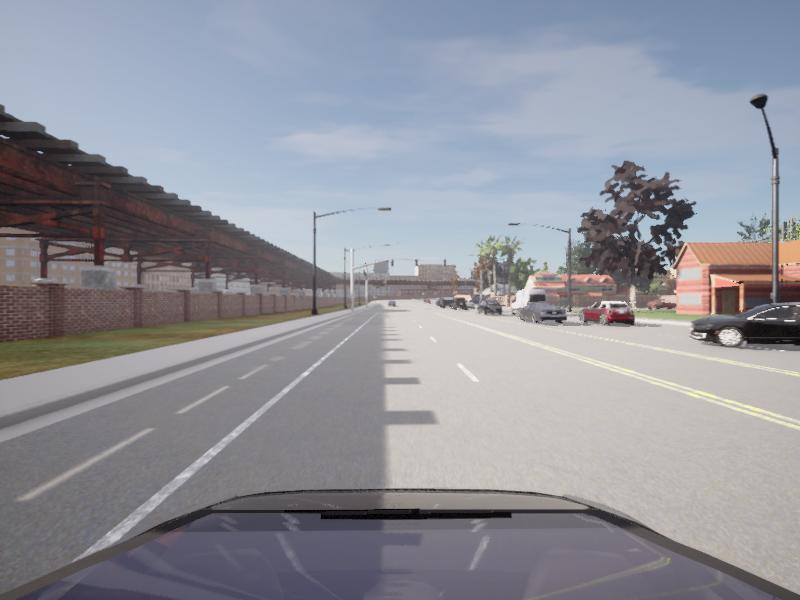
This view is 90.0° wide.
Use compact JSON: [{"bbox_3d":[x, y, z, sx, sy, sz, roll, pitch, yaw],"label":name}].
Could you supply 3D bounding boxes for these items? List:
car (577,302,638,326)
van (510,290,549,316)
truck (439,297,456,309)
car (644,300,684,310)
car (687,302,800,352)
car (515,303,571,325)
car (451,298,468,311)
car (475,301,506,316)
[{"bbox_3d":[13.462,0.862,26.227,1.970,1.475,3.806,0,0,-2],"label":"car"},{"bbox_3d":[13.116,0.332,41.053,1.988,2.561,5.915,0,-1,-1],"label":"van"},{"bbox_3d":[8.973,0.537,76.267,2.390,2.098,6.274,0,0,-1],"label":"truck"},{"bbox_3d":[42.701,0.804,64.752,5.027,1.651,2.152,0,0,-3],"label":"car"},{"bbox_3d":[12.547,0.850,13.134,4.892,1.490,1.837,0,1,29],"label":"car"},{"bbox_3d":[9.802,0.902,27.961,2.033,1.411,5.357,0,0,0],"label":"car"},{"bbox_3d":[9.228,0.658,62.445,1.905,1.878,3.866,0,0,-1],"label":"car"},{"bbox_3d":[9.589,0.850,42.949,2.128,1.511,4.902,0,0,-1],"label":"car"}]
